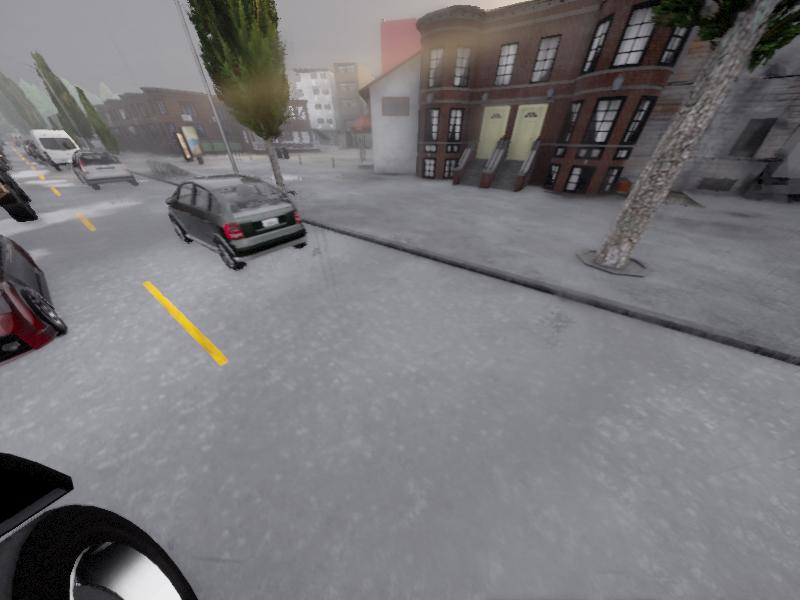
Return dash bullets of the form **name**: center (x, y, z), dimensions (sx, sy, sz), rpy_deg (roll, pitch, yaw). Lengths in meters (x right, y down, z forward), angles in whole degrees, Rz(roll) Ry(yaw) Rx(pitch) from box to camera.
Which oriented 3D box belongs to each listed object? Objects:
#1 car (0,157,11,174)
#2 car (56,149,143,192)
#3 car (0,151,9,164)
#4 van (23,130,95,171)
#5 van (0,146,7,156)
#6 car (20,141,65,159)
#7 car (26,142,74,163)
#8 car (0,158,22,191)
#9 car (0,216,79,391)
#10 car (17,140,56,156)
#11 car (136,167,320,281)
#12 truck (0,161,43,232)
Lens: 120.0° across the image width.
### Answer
- **car**: center (-30.784, -10.289, 16.879), dimensions (5.366, 1.575, 1.801), rpy_deg (23, 41, 28)
- **car**: center (-16.185, -7.097, 12.450), dimensions (3.988, 1.617, 1.851), rpy_deg (22, 41, 28)
- **car**: center (-39.450, -13.986, 21.799), dimensions (4.605, 1.855, 1.932), rpy_deg (22, 41, 29)
- **van**: center (-28.392, -12.510, 19.221), dimensions (5.915, 2.561, 1.988), rpy_deg (23, 41, 28)
- **van**: center (-53.997, -20.280, 29.994), dimensions (5.915, 2.561, 1.988), rpy_deg (22, 41, 28)
- **car**: center (-42.612, -17.940, 27.561), dimensions (4.611, 1.667, 2.242), rpy_deg (23, 41, 29)
- **car**: center (-37.211, -15.777, 24.574), dimensions (4.856, 1.649, 2.033), rpy_deg (23, 41, 28)
- **car**: center (-21.863, -6.595, 11.775), dimensions (4.902, 1.511, 2.128), rpy_deg (23, 41, 28)
- **car**: center (-6.262, -0.092, 2.800), dimensions (4.181, 1.385, 1.994), rpy_deg (23, 41, 28)
- **car**: center (-50.166, -20.995, 31.875), dimensions (4.611, 1.667, 2.242), rpy_deg (22, 41, 28)
- **car**: center (-3.967, -2.028, 5.405), dimensions (3.705, 1.549, 1.789), rpy_deg (22, 41, 28)
- **truck**: center (-14.172, -3.662, 7.167), dimensions (6.274, 2.098, 2.390), rpy_deg (23, 41, 28)
